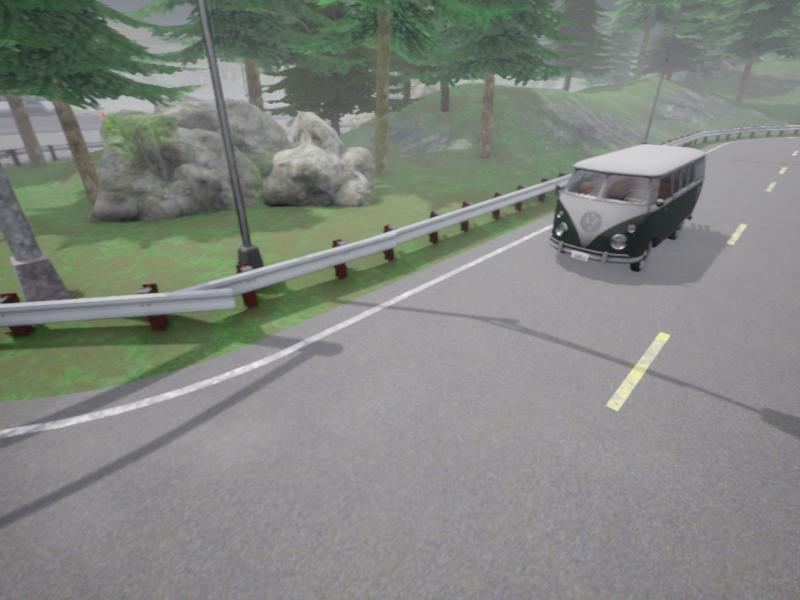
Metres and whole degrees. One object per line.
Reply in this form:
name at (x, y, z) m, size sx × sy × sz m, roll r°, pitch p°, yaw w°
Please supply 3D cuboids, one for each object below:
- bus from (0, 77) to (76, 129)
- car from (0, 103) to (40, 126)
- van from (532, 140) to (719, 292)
bus at (-38.254, -18.699, 38.019) m, size 3.944 × 4.253 × 10.273 m, roll 24°, pitch 35°, yaw 38°
car at (-40.813, -18.910, 40.798) m, size 2.150 × 2.045 × 5.566 m, roll 24°, pitch 36°, yaw 38°
van at (4.822, -2.054, 8.395) m, size 1.775 × 1.987 × 4.442 m, roll 24°, pitch 36°, yaw 38°
